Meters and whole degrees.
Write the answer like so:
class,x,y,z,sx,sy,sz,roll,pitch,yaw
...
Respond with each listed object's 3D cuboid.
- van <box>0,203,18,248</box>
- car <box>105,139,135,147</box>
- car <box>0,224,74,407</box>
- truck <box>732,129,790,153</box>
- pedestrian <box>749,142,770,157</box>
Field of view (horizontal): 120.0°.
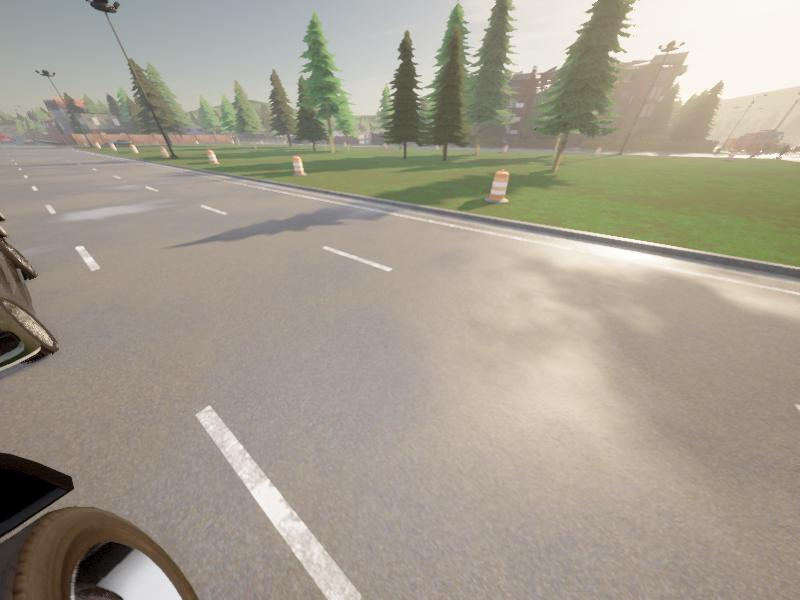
class,x,y,z,sx,sy,sz,roll,pitch,yaw
van,-11.975,-2.534,5.698,4.442,1.987,1.775,22,41,28
car,-74.566,-41.987,61.688,2.007,1.525,4.514,12,37,17
car,-6.485,-0.152,2.684,5.027,1.651,2.152,22,41,28
truck,74.666,-33.114,48.150,2.891,3.827,8.468,22,40,28
pedestrian,55.096,-23.072,35.411,0.751,1.860,0.751,21,40,27
